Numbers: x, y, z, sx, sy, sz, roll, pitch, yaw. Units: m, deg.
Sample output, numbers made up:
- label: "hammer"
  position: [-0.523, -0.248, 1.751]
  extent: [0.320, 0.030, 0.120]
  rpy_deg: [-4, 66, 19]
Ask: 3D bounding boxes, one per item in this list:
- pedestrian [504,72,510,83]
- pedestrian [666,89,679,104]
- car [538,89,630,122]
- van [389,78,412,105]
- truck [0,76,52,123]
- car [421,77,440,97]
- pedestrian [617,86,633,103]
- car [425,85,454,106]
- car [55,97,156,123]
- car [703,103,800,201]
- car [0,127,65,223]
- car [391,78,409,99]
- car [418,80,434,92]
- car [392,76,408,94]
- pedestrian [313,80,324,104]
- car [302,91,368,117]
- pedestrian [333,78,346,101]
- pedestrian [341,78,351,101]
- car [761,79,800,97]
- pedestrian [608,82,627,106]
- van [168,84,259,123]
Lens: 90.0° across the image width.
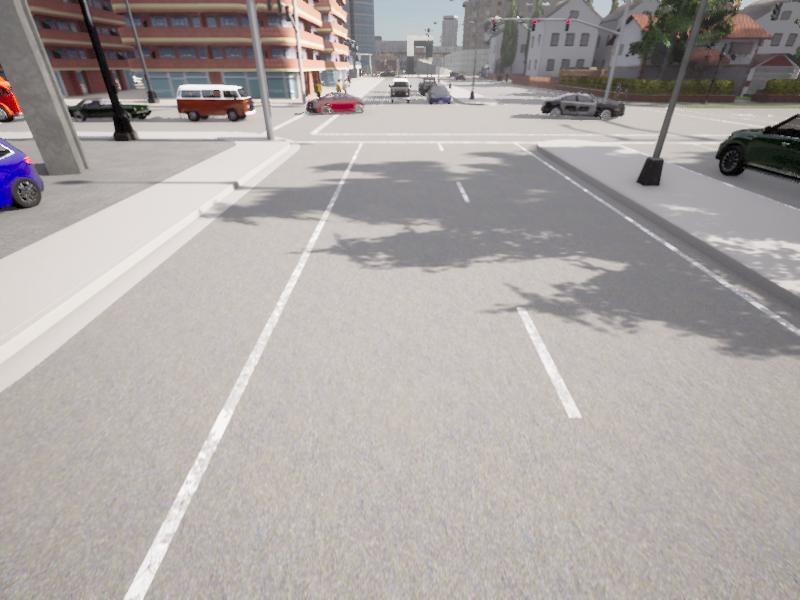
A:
- label: "pedestrian"
  position: [21.484, -44.633, 80.258]
  extent: [0.751, 1.860, 0.751]
  rpy_deg: [3, 30, 6]
- label: "pedestrian"
  position: [24.404, -18.219, 35.818]
  extent: [0.500, 1.100, 0.500]
  rpy_deg: [2, 30, 4]
- label: "car"
  position: [12.154, -13.057, 26.758]
  extent: [5.238, 1.638, 1.930]
  rpy_deg: [11, 32, 17]
- label: "van"
  position: [0.018, -19.861, 37.992]
  extent: [2.069, 2.038, 4.480]
  rpy_deg: [0, 30, 0]
- label: "truck"
  position: [-25.833, -12.529, 24.962]
  extent: [5.204, 2.467, 2.627]
  rpy_deg: [0, 30, -1]
- label: "car"
  position: [3.518, -25.015, 46.954]
  extent: [1.905, 1.878, 3.866]
  rpy_deg: [0, 31, 0]
- label: "pedestrian"
  position: [20.448, -18.656, 36.349]
  extent: [0.751, 1.300, 0.751]
  rpy_deg: [2, 30, 4]
- label: "car"
  position: [3.585, -19.093, 37.233]
  extent: [2.163, 1.488, 4.792]
  rpy_deg: [-1, 30, -1]
- label: "car"
  position: [-18.530, -12.074, 25.362]
  extent: [4.718, 1.301, 1.895]
  rpy_deg: [0, 30, -1]
- label: "car"
  position: [11.507, -4.012, 10.873]
  extent: [2.150, 2.045, 5.566]
  rpy_deg: [0, 30, 0]
- label: "car"
  position: [-9.706, -2.174, 7.828]
  extent: [2.242, 1.667, 4.611]
  rpy_deg: [0, 30, 0]
- label: "car"
  position: [0.022, -23.842, 44.960]
  extent: [1.932, 1.855, 4.605]
  rpy_deg: [0, 30, 0]
- label: "car"
  position: [3.523, -29.663, 55.509]
  extent: [1.895, 1.301, 4.718]
  rpy_deg: [0, 30, 0]
- label: "car"
  position: [0.013, -28.376, 52.713]
  extent: [1.932, 1.855, 4.605]
  rpy_deg: [0, 31, 0]
- label: "pedestrian"
  position: [-7.061, -18.030, 34.667]
  extent: [0.751, 1.860, 0.751]
  rpy_deg: [-2, 30, -4]
- label: "car"
  position: [-4.711, -14.424, 29.338]
  extent: [4.181, 1.385, 1.994]
  rpy_deg: [-20, 36, -30]
- label: "pedestrian"
  position: [-5.753, -19.963, 37.979]
  extent: [0.751, 1.860, 0.751]
  rpy_deg: [26, 39, 37]
- label: "pedestrian"
  position: [-5.109, -19.990, 38.026]
  extent: [0.751, 1.860, 0.751]
  rpy_deg: [-6, 31, -10]
- label: "car"
  position: [41.442, -22.721, 42.837]
  extent: [1.970, 1.475, 3.806]
  rpy_deg: [0, 30, 0]
- label: "pedestrian"
  position: [19.137, -18.161, 35.242]
  extent: [0.751, 1.860, 0.751]
  rpy_deg: [-2, 30, -3]
- label: "van"
  position: [-11.603, -12.423, 25.234]
  extent: [4.480, 2.038, 2.069]
  rpy_deg: [-1, 30, -1]
